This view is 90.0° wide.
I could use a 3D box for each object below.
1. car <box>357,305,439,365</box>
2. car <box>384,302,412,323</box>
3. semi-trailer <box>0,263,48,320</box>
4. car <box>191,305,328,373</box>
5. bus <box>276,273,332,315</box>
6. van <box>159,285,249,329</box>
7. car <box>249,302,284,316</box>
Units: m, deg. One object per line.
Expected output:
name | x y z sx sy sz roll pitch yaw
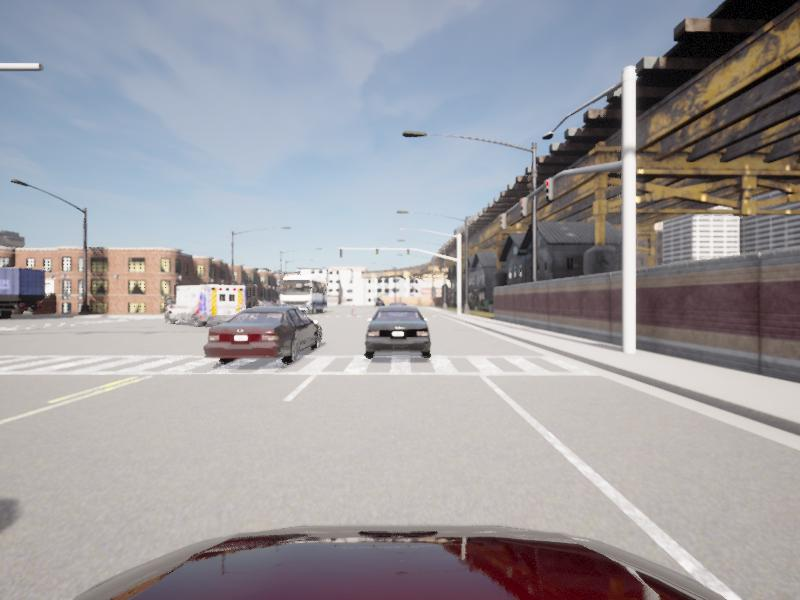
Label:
car | -0.062 0.896 12.484 2.033 1.411 5.357 0 0 0
car | -0.156 0.897 30.789 2.033 1.411 5.357 0 0 0
semi-trailer | -36.720 -0.616 31.912 14.254 4.402 2.717 0 0 -3
car | -3.558 0.896 11.411 2.033 1.411 5.357 0 0 0
bus | -10.613 -0.525 45.734 3.944 4.253 10.273 0 -1 0
van | -12.271 0.380 24.825 6.366 2.431 2.351 0 0 37
car | -14.225 0.898 43.030 2.033 1.411 5.357 0 0 -1
